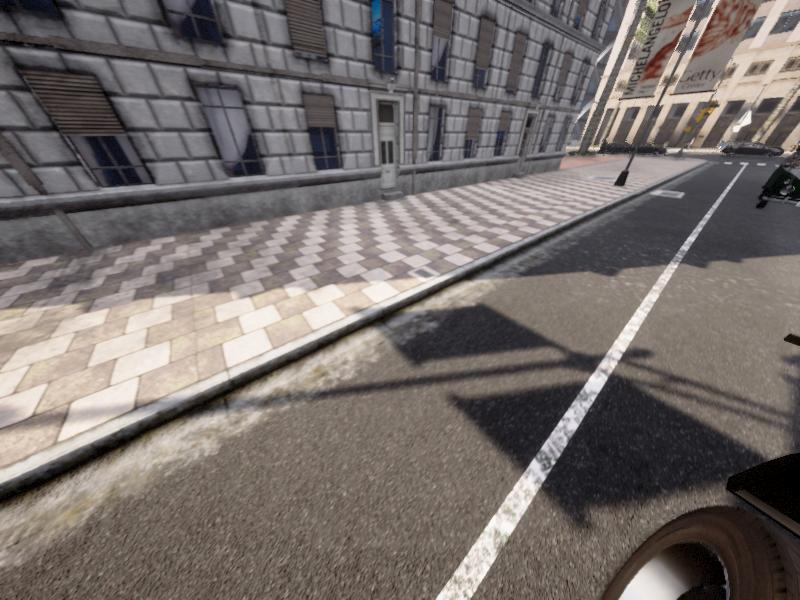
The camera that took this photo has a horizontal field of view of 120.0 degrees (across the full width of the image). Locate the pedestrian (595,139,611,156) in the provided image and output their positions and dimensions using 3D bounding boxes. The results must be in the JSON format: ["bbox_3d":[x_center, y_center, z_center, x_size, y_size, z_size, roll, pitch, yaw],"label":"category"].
[{"bbox_3d":[25.962,-19.531,29.587,0.751,1.860,0.751,14,37,20],"label":"pedestrian"}]

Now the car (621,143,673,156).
[{"bbox_3d":[35.417,-21.741,33.294,1.812,1.442,4.674,-23,40,-28],"label":"car"}]

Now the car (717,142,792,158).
[{"bbox_3d":[44.128,-18.807,28.937,2.128,1.511,4.902,-24,41,-30],"label":"car"}]

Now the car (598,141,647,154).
[{"bbox_3d":[35.937,-24.787,37.467,1.930,1.638,5.238,-26,42,-31],"label":"car"}]

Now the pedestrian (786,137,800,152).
[{"bbox_3d":[58.692,-23.017,34.155,0.751,1.860,0.751,-24,41,-30],"label":"pedestrian"}]

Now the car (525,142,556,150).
[{"bbox_3d":[30.483,-33.586,50.308,5.357,1.411,2.033,20,40,26],"label":"car"}]

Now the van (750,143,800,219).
[{"bbox_3d":[14.841,-4.350,8.239,4.442,1.987,1.775,-24,41,-30],"label":"van"}]

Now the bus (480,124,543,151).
[{"bbox_3d":[22.359,-32.820,46.833,10.273,4.253,3.944,17,39,23],"label":"bus"}]
